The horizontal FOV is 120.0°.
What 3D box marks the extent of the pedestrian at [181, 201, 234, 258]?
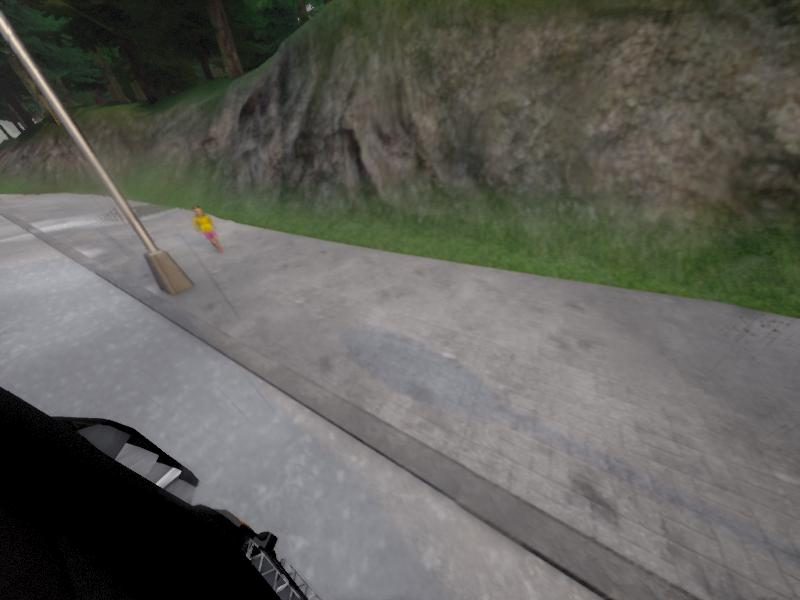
[{"bbox_3d":[-4.443,-1.641,5.371,0.500,1.100,0.500,27,44,37],"label":"pedestrian"}]
